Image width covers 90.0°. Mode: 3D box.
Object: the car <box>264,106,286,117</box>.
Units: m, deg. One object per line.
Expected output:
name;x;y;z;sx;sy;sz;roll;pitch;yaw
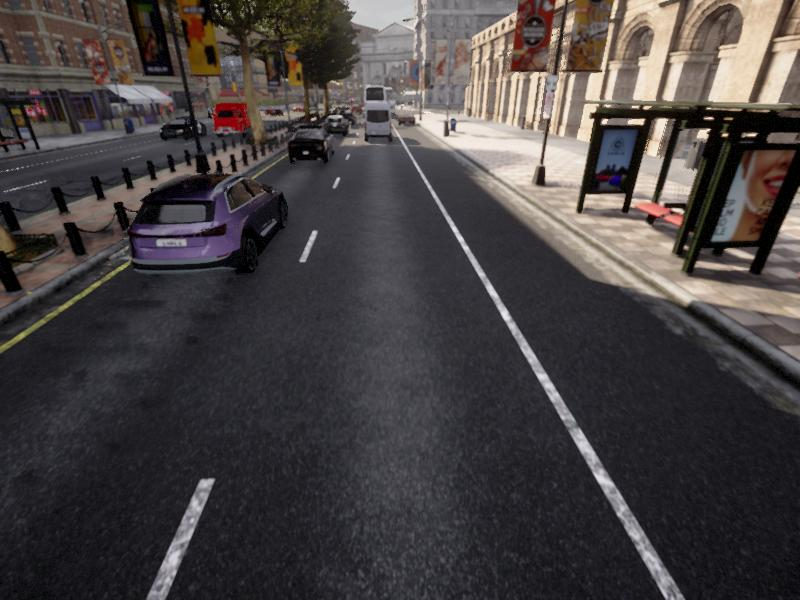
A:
car;-20.225;-30.382;64.414;1.994;1.385;4.181;-17;32;-30

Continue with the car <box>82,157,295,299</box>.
car;-3.788;-1.850;8.461;2.033;1.649;4.856;-1;26;-3

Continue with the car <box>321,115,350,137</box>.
car;-5.405;-14.873;34.042;1.970;1.475;3.806;-1;27;-3

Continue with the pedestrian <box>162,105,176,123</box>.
pedestrian;-25.902;-20.852;44.893;0.751;1.860;0.751;0;27;0

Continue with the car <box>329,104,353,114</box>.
car;-11.016;-35.661;74.599;3.806;1.475;1.970;-15;31;-27

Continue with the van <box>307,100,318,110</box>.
van;-20.824;-46.646;95.465;1.775;1.987;4.442;-1;27;-3

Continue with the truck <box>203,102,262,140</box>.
truck;-13.326;-14.537;32.294;2.627;2.467;5.204;-2;27;-3

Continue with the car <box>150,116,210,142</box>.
car;-16.717;-13.206;30.733;2.038;1.542;4.974;-1;27;-3

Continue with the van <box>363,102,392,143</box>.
van;-1.705;-13.777;30.738;1.988;2.561;5.915;-1;27;-3

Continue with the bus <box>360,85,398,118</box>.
bus;-3.079;-31.506;63.468;3.944;4.253;10.273;2;27;8

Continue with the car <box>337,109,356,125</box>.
car;-6.221;-21.464;46.879;1.837;1.490;4.892;-1;27;-3

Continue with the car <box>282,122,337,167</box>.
car;-4.585;-8.301;21.039;1.930;1.638;5.238;-1;27;-3

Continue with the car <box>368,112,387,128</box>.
car;-2.455;-19.277;42.832;1.895;1.301;4.718;-1;27;-3

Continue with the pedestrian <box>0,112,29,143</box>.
pedestrian;-25.761;-11.494;26.635;0.751;1.860;0.751;0;27;-1

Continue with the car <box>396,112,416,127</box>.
car;0.664;-20.372;44.959;1.895;1.301;4.718;-2;27;-3
